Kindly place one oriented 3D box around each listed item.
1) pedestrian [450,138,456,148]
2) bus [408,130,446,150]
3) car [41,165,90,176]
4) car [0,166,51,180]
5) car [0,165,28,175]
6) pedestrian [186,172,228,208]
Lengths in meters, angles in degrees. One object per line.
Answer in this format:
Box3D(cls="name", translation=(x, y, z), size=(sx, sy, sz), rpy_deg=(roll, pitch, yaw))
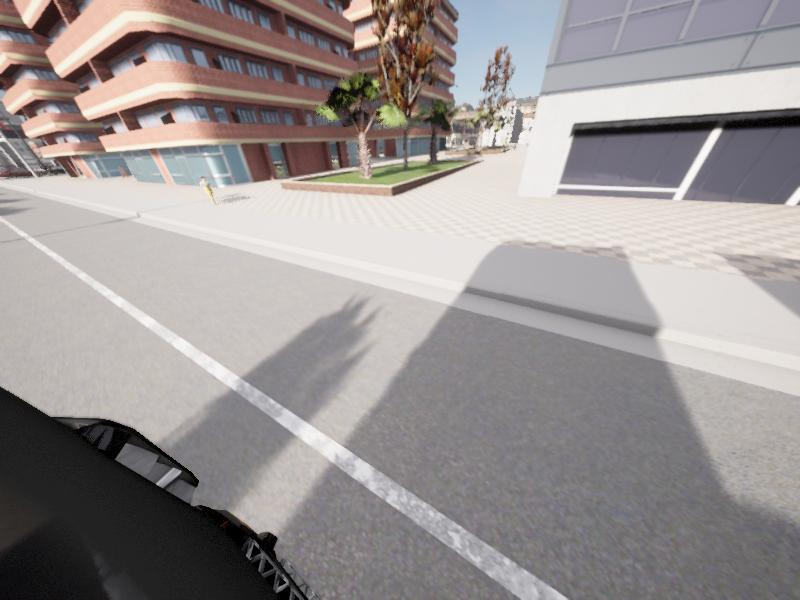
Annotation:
Box3D(cls="pedestrian", translation=(11.191, -33.237, 48.896), size=(0.751, 1.860, 0.751), rpy_deg=(16, 38, 25))
Box3D(cls="bus", translation=(8.042, -47.553, 68.934), size=(10.273, 4.253, 3.944), rpy_deg=(15, 38, 26))
Box3D(cls="car", translation=(-60.805, -23.729, 42.110), size=(1.895, 1.301, 4.718), rpy_deg=(15, 38, 24))
Box3D(cls="car", translation=(-60.179, -20.263, 36.864), size=(1.812, 1.442, 4.674), rpy_deg=(15, 38, 24))
Box3D(cls="car", translation=(-80.207, -27.026, 47.896), size=(4.611, 1.667, 2.242), rpy_deg=(16, 38, 25))
Box3D(cls="pedestrian", translation=(-8.439, -4.844, 10.152), size=(0.751, 1.300, 0.751), rpy_deg=(18, 39, 27))
